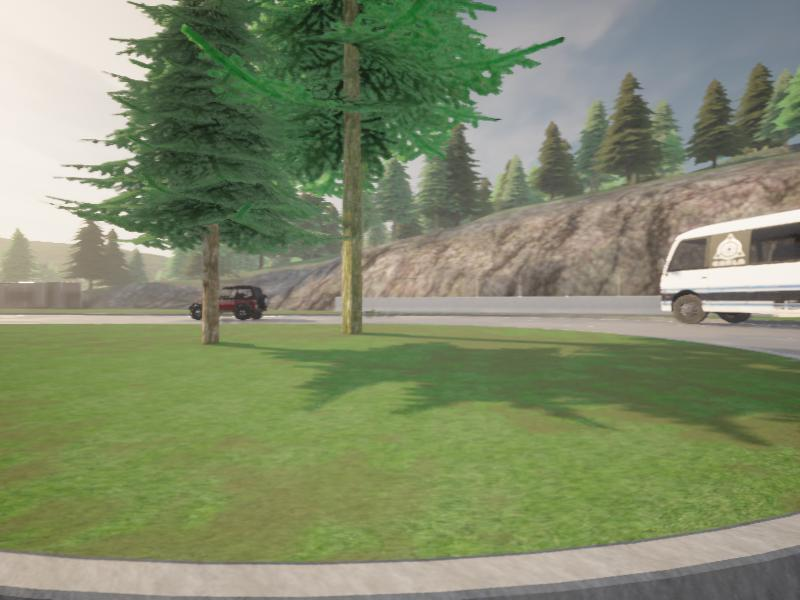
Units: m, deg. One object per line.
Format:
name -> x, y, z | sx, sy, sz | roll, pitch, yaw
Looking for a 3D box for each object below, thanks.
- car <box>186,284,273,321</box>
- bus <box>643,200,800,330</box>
car -> -9.108, 0.137, 21.605 | 3.866, 1.878, 1.905 | 0, 0, 2
bus -> 14.736, -1.082, 14.304 | 3.944, 4.253, 10.273 | 2, -1, -17
